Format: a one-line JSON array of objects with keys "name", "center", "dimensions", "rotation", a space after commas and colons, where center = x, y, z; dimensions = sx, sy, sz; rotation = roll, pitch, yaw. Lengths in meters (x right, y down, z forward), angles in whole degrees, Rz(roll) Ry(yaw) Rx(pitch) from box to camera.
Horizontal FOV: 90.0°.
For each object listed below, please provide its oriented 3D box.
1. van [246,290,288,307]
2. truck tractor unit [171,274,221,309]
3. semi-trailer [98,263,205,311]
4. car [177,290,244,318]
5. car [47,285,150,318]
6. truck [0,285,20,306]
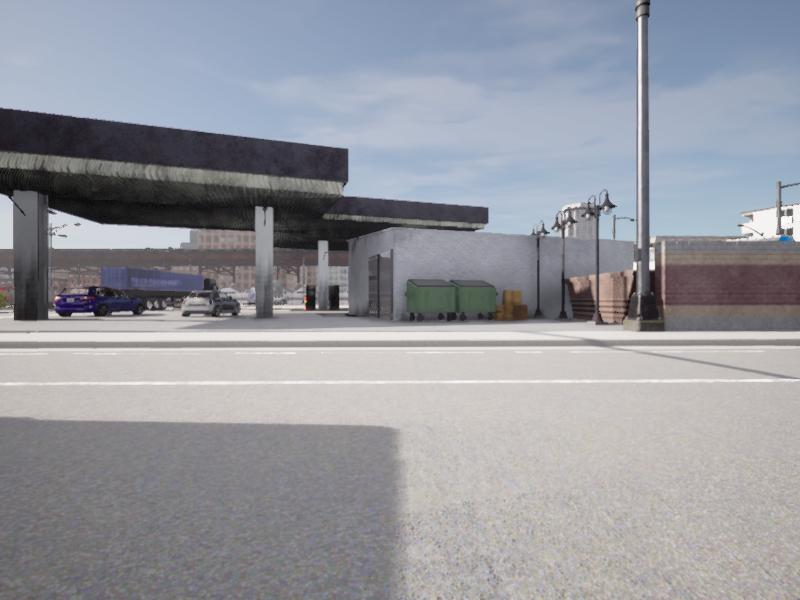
[{"name": "van", "center": [-21.904, -0.191, 66.211], "dimensions": [6.366, 2.431, 2.351], "rotation": [0, -10, -15]}, {"name": "truck tractor unit", "center": [-26.061, -1.067, 51.478], "dimensions": [3.053, 4.208, 6.516], "rotation": [0, 0, 1]}, {"name": "semi-trailer", "center": [-26.117, -1.168, 43.566], "dimensions": [2.717, 4.402, 14.254], "rotation": [0, 0, 0]}, {"name": "car", "center": [-10.744, 0.220, 23.004], "dimensions": [1.970, 1.475, 3.806], "rotation": [0, 0, 1]}, {"name": "car", "center": [-16.493, 0.070, 22.265], "dimensions": [2.242, 1.667, 4.611], "rotation": [0, 0, 1]}, {"name": "truck", "center": [-74.205, -0.840, 72.219], "dimensions": [8.468, 3.827, 2.891], "rotation": [0, 0, 0]}]
